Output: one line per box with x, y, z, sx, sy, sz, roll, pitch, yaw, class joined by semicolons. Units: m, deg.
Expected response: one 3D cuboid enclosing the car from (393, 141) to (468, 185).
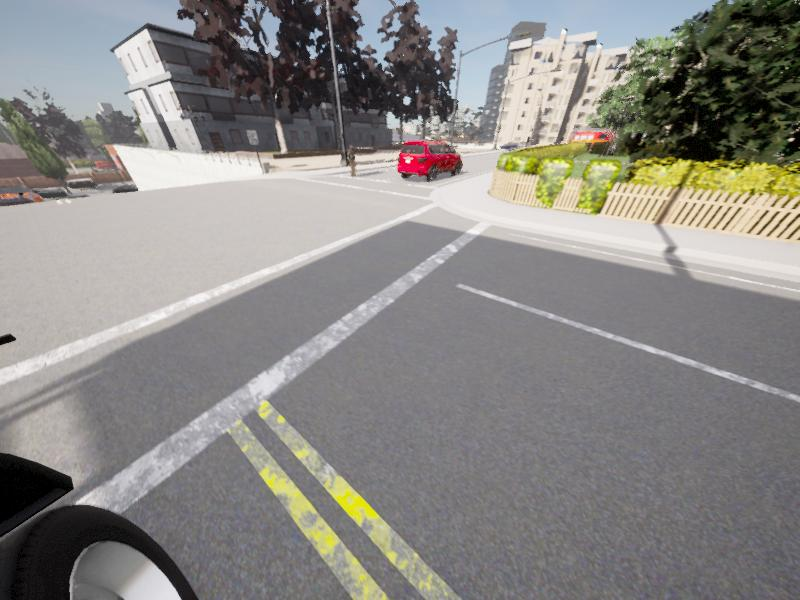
2.118;-9.164;15.140;2.150;2.045;5.566;24;42;30;car

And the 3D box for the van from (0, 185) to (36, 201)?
-75.139;-20.757;44.746;1.775;1.987;4.442;23;41;28;van

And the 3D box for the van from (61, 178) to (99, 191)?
-72.581;-26.294;52.546;2.069;2.038;4.480;23;41;28;van

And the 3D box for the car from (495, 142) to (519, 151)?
26.689;-38.382;57.811;4.792;1.488;2.163;17;38;34;car

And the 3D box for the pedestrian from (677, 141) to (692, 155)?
44.155;-23.614;35.873;0.751;1.860;0.751;28;43;33;pedestrian

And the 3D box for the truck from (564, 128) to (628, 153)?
38.761;-31.876;46.163;8.468;3.827;2.891;9;36;13;truck

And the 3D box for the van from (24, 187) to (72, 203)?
-66.296;-19.917;43.627;1.775;1.987;4.442;23;41;28;van

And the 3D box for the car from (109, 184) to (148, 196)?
-57.406;-23.394;48.988;1.882;1.535;5.008;23;41;28;car

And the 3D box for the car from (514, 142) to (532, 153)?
22.977;-28.494;43.156;1.789;1.549;3.705;23;41;29;car

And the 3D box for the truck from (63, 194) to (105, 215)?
-44.418;-13.501;32.440;6.274;2.098;2.390;18;39;32;truck

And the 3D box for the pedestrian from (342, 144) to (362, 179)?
-3.063;-8.925;14.868;0.751;1.860;0.751;-27;44;-33;pedestrian

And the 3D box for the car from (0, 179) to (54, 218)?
-25.756;-6.742;15.494;4.553;1.767;2.097;13;36;35;car
